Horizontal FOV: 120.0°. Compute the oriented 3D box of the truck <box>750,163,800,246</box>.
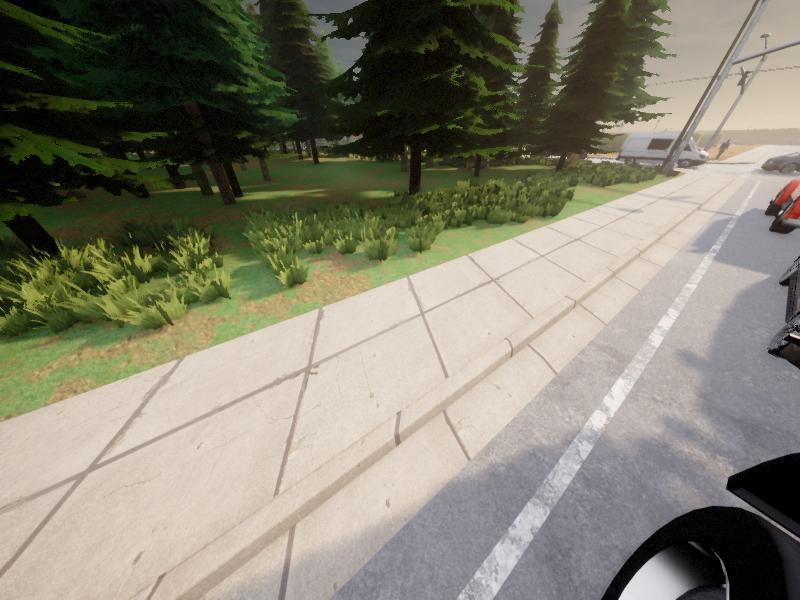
[{"bbox_3d":[12.430,-3.014,5.962,5.204,2.467,2.627,-23,41,-28],"label":"truck"}]

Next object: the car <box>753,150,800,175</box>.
[{"bbox_3d":[29.307,-9.724,16.357,4.181,1.385,1.994,16,38,22],"label":"car"}]

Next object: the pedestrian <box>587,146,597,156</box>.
[{"bbox_3d":[25.235,-19.640,30.406,0.500,1.100,0.500,-19,39,-25],"label":"pedestrian"}]

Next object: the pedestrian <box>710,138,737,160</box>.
[{"bbox_3d":[33.562,-15.659,24.003,0.751,1.860,0.751,22,41,28],"label":"pedestrian"}]

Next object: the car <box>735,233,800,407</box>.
[{"bbox_3d":[6.438,-0.041,2.636,4.902,1.511,2.128,-22,41,-28],"label":"car"}]

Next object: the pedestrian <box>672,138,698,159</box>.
[{"bbox_3d":[31.105,-16.497,25.210,0.751,1.860,0.751,-2,35,-2],"label":"pedestrian"}]

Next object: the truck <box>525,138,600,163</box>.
[{"bbox_3d":[18.345,-17.261,26.515,2.390,2.098,6.274,-22,41,-28],"label":"truck"}]

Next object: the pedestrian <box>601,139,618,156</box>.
[{"bbox_3d":[26.487,-19.318,29.270,0.751,1.860,0.751,-20,40,-26],"label":"pedestrian"}]

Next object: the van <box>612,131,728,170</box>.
[{"bbox_3d":[23.391,-13.297,20.477,1.988,2.561,5.915,-22,40,-28],"label":"van"}]
